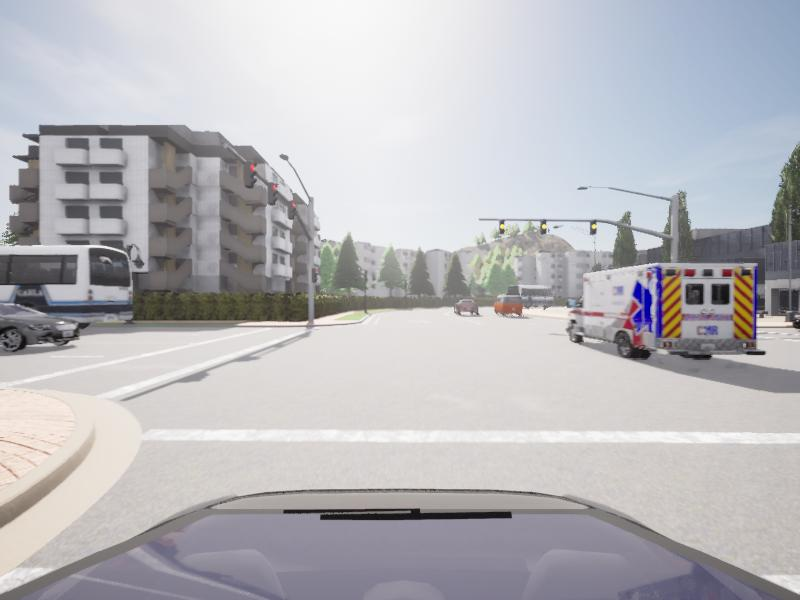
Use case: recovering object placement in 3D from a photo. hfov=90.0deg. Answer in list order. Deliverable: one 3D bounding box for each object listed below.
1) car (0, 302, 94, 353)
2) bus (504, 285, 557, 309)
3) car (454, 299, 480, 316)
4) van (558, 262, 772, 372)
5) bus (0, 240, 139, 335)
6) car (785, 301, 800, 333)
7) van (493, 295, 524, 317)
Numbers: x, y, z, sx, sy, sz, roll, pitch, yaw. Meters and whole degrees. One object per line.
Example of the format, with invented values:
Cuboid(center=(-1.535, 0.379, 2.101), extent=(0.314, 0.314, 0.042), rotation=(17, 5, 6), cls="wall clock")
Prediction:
Cuboid(center=(-13.191, 0.832, 13.004), extent=(4.902, 1.511, 2.128), rotation=(0, 0, 1), cls="car")
Cuboid(center=(24.597, -0.562, 75.181), extent=(10.273, 4.253, 3.944), rotation=(0, 0, -33), cls="bus")
Cuboid(center=(6.980, 0.767, 42.362), extent=(2.152, 1.651, 5.027), rotation=(0, 0, 2), cls="car")
Cuboid(center=(7.128, 0.374, 12.065), extent=(2.351, 2.431, 6.366), rotation=(0, 0, 1), cls="van")
Cuboid(center=(-19.435, -0.541, 20.023), extent=(10.273, 4.253, 3.944), rotation=(0, 0, 1), cls="bus")
Cuboid(center=(21.745, 0.823, 19.204), extent=(4.514, 1.525, 2.007), rotation=(0, 0, 2), cls="car")
Cuboid(center=(10.364, 0.586, 38.577), extent=(1.775, 1.987, 4.442), rotation=(0, 0, 1), cls="van")
